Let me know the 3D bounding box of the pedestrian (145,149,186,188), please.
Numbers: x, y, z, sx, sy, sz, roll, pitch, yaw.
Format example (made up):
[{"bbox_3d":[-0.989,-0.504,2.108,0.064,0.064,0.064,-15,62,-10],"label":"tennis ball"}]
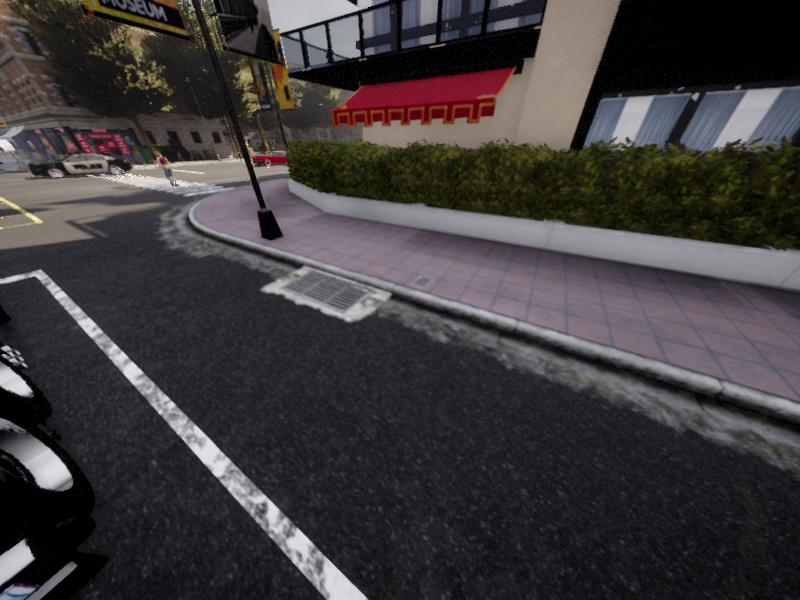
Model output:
[{"bbox_3d":[-13.528,-7.605,13.361,0.751,1.860,0.751,16,38,22],"label":"pedestrian"}]

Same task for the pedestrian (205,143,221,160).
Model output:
[{"bbox_3d":[-24.611,-19.604,30.418,0.751,1.860,0.751,14,37,20],"label":"pedestrian"}]

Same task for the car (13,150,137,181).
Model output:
[{"bbox_3d":[-24.391,-10.487,17.823,5.238,1.638,1.930,-29,44,-34],"label":"car"}]

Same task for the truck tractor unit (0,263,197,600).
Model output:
[{"bbox_3d":[-5.108,-0.304,0.782,6.516,4.208,3.053,18,39,24],"label":"truck tractor unit"}]

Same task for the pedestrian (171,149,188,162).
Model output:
[{"bbox_3d":[-26.366,-17.308,27.625,0.751,1.300,0.751,16,38,22],"label":"pedestrian"}]
